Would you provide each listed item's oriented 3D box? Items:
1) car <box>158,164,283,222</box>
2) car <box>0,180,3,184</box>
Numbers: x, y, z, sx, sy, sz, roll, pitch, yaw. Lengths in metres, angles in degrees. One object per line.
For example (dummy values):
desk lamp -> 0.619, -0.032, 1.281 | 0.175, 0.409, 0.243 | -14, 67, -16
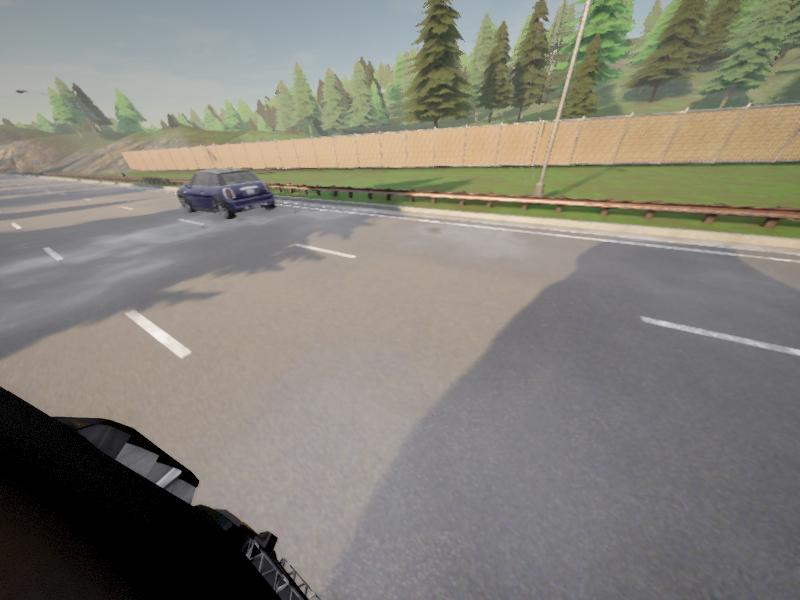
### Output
car -> -7.717, -4.787, 10.028 | 4.553, 1.767, 2.097 | 16, 38, 26
car -> -58.211, -16.943, 32.193 | 4.902, 1.511, 2.128 | 16, 38, 26
